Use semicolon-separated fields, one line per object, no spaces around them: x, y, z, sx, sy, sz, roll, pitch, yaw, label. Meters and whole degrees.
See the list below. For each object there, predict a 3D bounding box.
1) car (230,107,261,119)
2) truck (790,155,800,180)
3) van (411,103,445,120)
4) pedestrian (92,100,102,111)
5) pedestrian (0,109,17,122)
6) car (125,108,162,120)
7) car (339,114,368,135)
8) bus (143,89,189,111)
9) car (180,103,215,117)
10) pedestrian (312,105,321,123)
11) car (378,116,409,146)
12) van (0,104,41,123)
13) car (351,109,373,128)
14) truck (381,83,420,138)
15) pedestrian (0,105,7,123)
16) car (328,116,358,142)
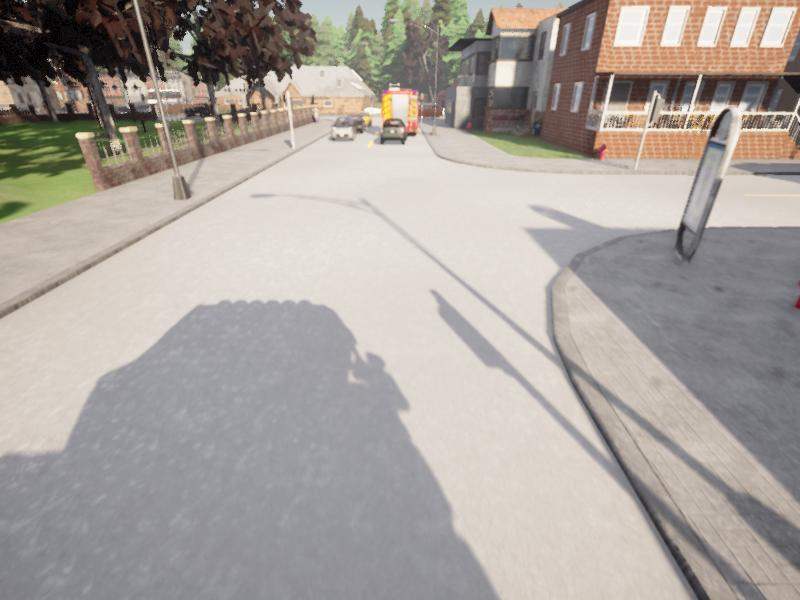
-22.754;-27.641;59.101;3.633;1.501;1.845;0;27;0;car
18.757;-5.509;14.806;5.204;2.467;2.627;1;27;2;truck
3.816;-26.121;55.392;4.442;1.987;1.775;0;27;0;van
-58.301;-37.533;77.045;0.751;1.860;0.751;1;27;1;pedestrian
-44.515;-20.942;45.426;0.751;1.300;0.751;2;27;4;pedestrian
-35.567;-25.850;55.524;3.633;1.501;1.845;0;27;0;car
-4.081;-15.821;35.916;2.033;1.411;5.357;0;27;-1;car
-53.223;-45.840;91.406;3.944;4.253;10.273;0;27;0;bus
-29.663;-27.885;58.656;3.866;1.878;1.905;0;27;0;car
-9.390;-20.866;44.919;0.751;1.860;0.751;0;27;0;pedestrian
-0.396;-11.937;28.140;1.851;1.617;3.988;2;27;3;car
-49.222;-23.892;51.097;2.069;2.038;4.480;4;27;8;van
-3.956;-19.262;42.418;1.801;1.575;5.366;0;27;0;car
0.015;-16.528;34.660;2.891;3.827;8.468;0;27;0;truck
-44.532;-20.628;44.202;0.751;1.860;0.751;1;27;1;pedestrian
-4.189;-12.819;29.914;1.845;1.501;3.633;-1;27;-2;car
